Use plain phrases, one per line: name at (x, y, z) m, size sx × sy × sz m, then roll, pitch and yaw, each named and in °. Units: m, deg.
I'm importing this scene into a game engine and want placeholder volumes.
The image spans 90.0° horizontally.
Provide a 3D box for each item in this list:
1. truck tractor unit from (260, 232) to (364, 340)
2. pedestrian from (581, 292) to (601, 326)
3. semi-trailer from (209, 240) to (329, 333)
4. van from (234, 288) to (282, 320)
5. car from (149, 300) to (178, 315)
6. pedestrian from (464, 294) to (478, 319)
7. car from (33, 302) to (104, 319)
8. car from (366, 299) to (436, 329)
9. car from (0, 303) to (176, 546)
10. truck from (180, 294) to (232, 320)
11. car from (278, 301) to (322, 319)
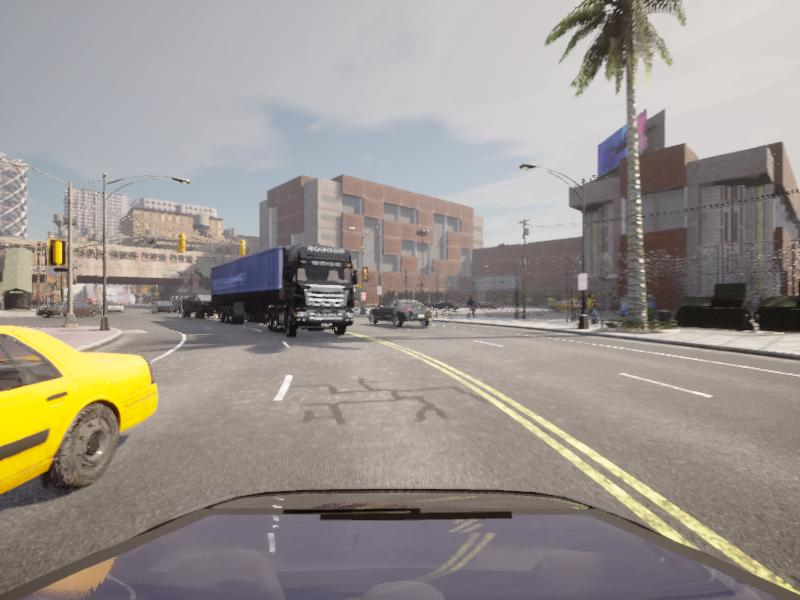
truck tractor unit at (-4.483, -0.526, 19.089) m, size 3.053 × 4.208 × 6.516 m, roll 2°, pitch -1°, yaw -29°
pedestrian at (10.618, 0.483, 22.226) m, size 0.751 × 1.860 × 0.751 m, roll 0°, pitch 0°, yaw -32°
semi-trailer at (-9.088, -0.615, 25.525) m, size 2.717 × 4.402 × 14.254 m, roll 0°, pitch 0°, yaw -38°
van at (-12.581, 0.339, 35.171) m, size 1.988 × 2.561 × 5.915 m, roll 0°, pitch 0°, yaw -41°
car at (-27.496, 0.800, 46.471) m, size 1.930 × 1.638 × 5.238 m, roll 0°, pitch 0°, yaw -42°
pedestrian at (5.461, 0.489, 30.593) m, size 0.751 × 1.860 × 0.751 m, roll 0°, pitch 0°, yaw -41°
car at (-30.331, 0.923, 36.895) m, size 2.033 × 1.411 × 5.357 m, roll 0°, pitch 0°, yaw 2°
car at (-0.060, 0.787, 25.073) m, size 2.152 × 1.651 × 5.027 m, roll 0°, pitch 0°, yaw -30°
car at (-3.471, 0.807, 2.105) m, size 1.801 × 1.575 × 5.366 m, roll 0°, pitch 0°, yaw -3°
truck at (-17.094, 0.561, 35.014) m, size 2.390 × 2.098 × 6.274 m, roll 0°, pitch 0°, yaw -42°
car at (-9.206, 0.843, 36.580) m, size 2.007 × 1.525 × 4.514 m, roll 0°, pitch 0°, yaw -41°
